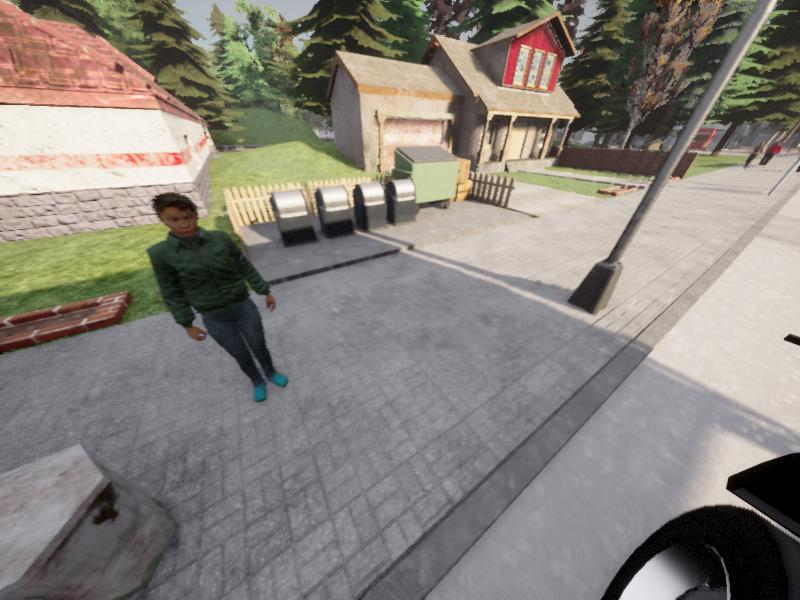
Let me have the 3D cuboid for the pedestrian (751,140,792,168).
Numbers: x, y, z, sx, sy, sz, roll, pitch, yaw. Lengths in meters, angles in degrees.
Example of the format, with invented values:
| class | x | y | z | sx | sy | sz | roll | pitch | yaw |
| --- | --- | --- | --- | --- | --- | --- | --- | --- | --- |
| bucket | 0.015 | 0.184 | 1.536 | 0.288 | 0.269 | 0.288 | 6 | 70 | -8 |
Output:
| class | x | y | z | sx | sy | sz | roll | pitch | yaw |
| --- | --- | --- | --- | --- | --- | --- | --- | --- | --- |
| pedestrian | 29.635 | -11.666 | 18.471 | 0.751 | 1.860 | 0.751 | -12 | 38 | -17 |

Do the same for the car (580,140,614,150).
| class | x | y | z | sx | sy | sz | roll | pitch | yaw |
| --- | --- | --- | --- | --- | --- | --- | --- | --- | --- |
| car | 39.470 | -31.177 | 46.498 | 1.812 | 1.442 | 4.674 | -20 | 41 | -26 |

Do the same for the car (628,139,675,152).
| class | x | y | z | sx | sy | sz | roll | pitch | yaw |
| --- | --- | --- | --- | --- | --- | --- | --- | --- | --- |
| car | 43.990 | -27.210 | 40.539 | 2.152 | 1.651 | 5.027 | -20 | 41 | -26 |

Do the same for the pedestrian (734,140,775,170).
| class | x | y | z | sx | sy | sz | roll | pitch | yaw |
| --- | --- | --- | --- | --- | --- | --- | --- | --- | --- |
| pedestrian | 26.672 | -10.919 | 17.405 | 0.751 | 1.860 | 0.751 | -17 | 40 | -23 |

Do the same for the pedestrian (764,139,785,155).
| class | x | y | z | sx | sy | sz | roll | pitch | yaw |
| --- | --- | --- | --- | --- | --- | --- | --- | --- | --- |
| pedestrian | 54.677 | -22.372 | 33.726 | 0.751 | 1.860 | 0.751 | -20 | 41 | -26 |

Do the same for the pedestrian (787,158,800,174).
| class | x | y | z | sx | sy | sz | roll | pitch | yaw |
| --- | --- | --- | --- | --- | --- | --- | --- | --- | --- |
| pedestrian | 28.012 | -9.717 | 15.759 | 0.751 | 1.860 | 0.751 | -19 | 40 | -25 |

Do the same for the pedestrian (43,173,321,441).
| class | x | y | z | sx | sy | sz | roll | pitch | yaw |
| --- | --- | --- | --- | --- | --- | --- | --- | --- | --- |
| pedestrian | -1.340 | 0.126 | 1.828 | 0.751 | 1.860 | 0.751 | 29 | 45 | 34 |
